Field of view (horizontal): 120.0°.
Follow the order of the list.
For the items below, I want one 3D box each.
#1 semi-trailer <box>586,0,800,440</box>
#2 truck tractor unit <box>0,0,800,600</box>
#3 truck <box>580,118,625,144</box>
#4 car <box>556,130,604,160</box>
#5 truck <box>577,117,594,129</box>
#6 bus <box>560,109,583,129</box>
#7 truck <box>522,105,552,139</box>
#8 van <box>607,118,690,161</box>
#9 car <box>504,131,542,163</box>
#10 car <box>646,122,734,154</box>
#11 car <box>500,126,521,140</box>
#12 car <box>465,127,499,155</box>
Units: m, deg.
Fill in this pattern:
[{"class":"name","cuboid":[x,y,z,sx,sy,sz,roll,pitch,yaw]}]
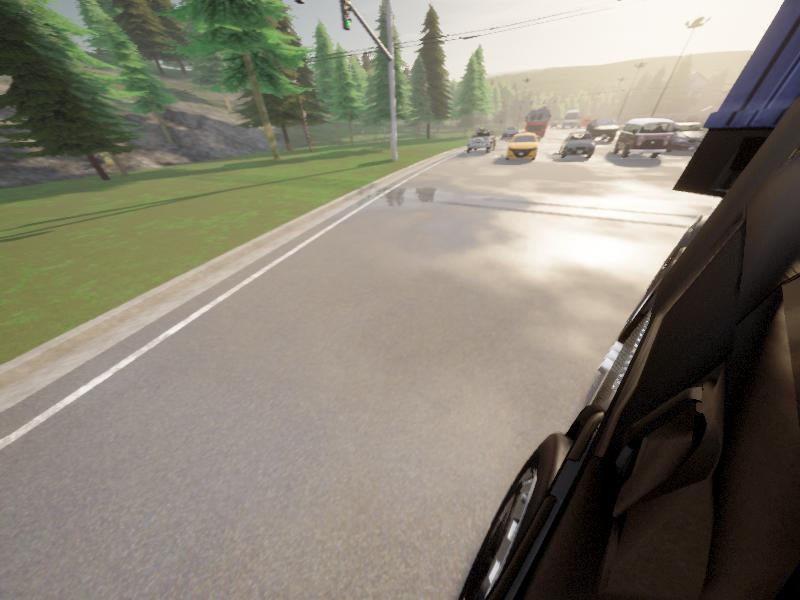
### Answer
[{"class":"semi-trailer","cuboid":[9.806,-2.436,2.610,14.254,4.402,2.717,-13,37,-13]},{"class":"truck tractor unit","cuboid":[2.645,-0.295,0.351,6.516,4.208,3.053,-28,44,-30]},{"class":"truck","cuboid":[22.525,-19.081,26.008,2.390,2.098,6.274,15,40,22]},{"class":"car","cuboid":[12.570,-11.045,16.399,1.816,1.474,4.193,14,40,21]},{"class":"truck","cuboid":[51.855,-49.738,64.849,2.627,2.467,5.204,16,40,23]},{"class":"bus","cuboid":[51.108,-54.037,69.137,3.944,4.253,10.273,16,40,23]},{"class":"truck","cuboid":[21.798,-28.083,36.619,2.891,3.827,8.468,16,41,23]},{"class":"van","cuboid":[15.823,-10.604,15.139,2.069,2.038,4.480,14,40,21]},{"class":"car","cuboid":[8.930,-11.203,16.775,1.882,1.535,5.008,13,40,20]},{"class":"car","cuboid":[20.646,-11.849,16.828,2.242,1.667,4.611,15,40,22]},{"class":"car","cuboid":[17.735,-26.876,37.088,2.152,1.651,5.027,16,41,23]},{"class":"car","cuboid":[7.511,-14.508,20.989,1.932,1.855,4.605,14,39,21]}]
